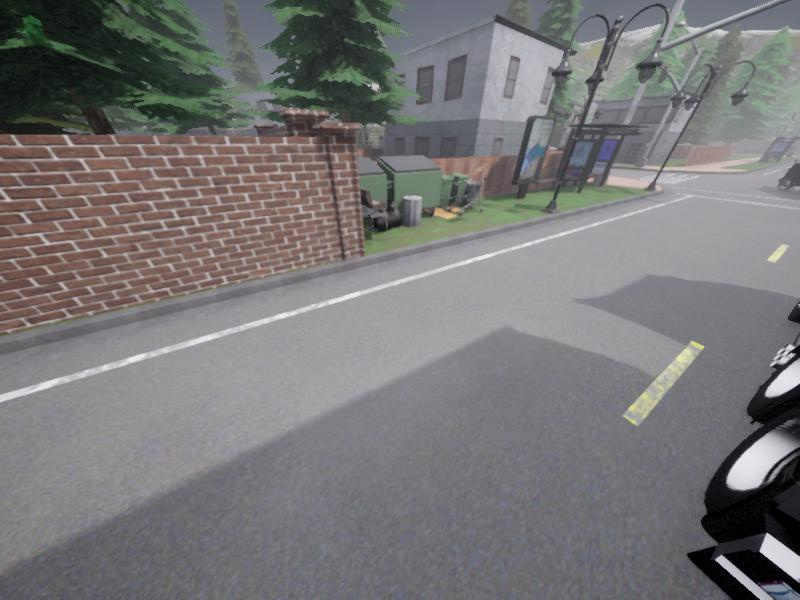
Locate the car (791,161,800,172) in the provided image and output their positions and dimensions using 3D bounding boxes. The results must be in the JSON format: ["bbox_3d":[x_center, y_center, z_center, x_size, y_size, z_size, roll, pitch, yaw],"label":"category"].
[{"bbox_3d":[39.199,-13.030,21.246,5.566,2.045,2.150,-18,39,-25],"label":"car"}]

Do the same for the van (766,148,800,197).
[{"bbox_3d":[21.314,-6.133,11.241,1.775,1.987,4.442,21,40,26],"label":"van"}]

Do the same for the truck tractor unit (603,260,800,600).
[{"bbox_3d":[5.102,-0.310,0.791,6.516,4.208,3.053,-19,39,-24],"label":"truck tractor unit"}]
